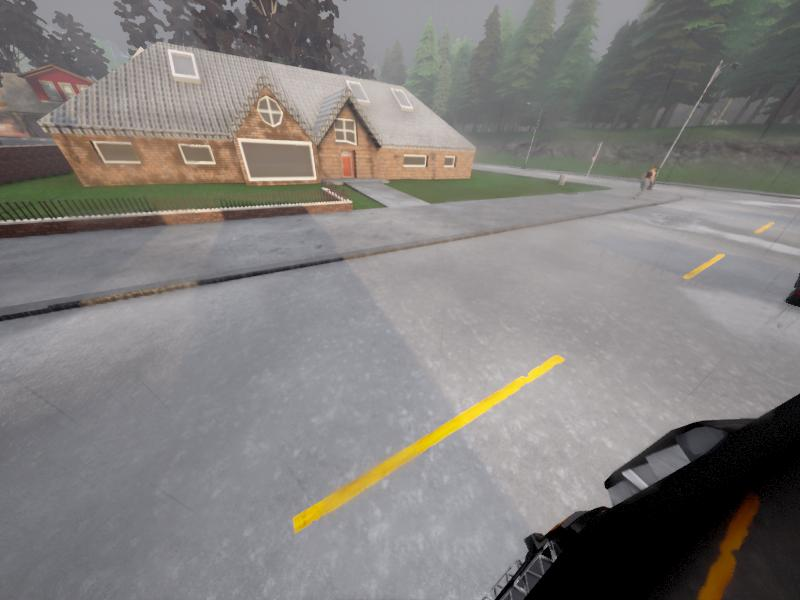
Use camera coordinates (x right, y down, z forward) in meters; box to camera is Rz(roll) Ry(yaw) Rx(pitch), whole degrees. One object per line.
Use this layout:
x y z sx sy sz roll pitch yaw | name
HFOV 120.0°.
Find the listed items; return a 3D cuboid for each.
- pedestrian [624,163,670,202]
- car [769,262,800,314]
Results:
13.872 -6.602 13.048 0.751 1.860 0.751 1 34 -3 | pedestrian
8.997 -0.533 4.061 3.633 1.501 1.845 -16 38 -26 | car
